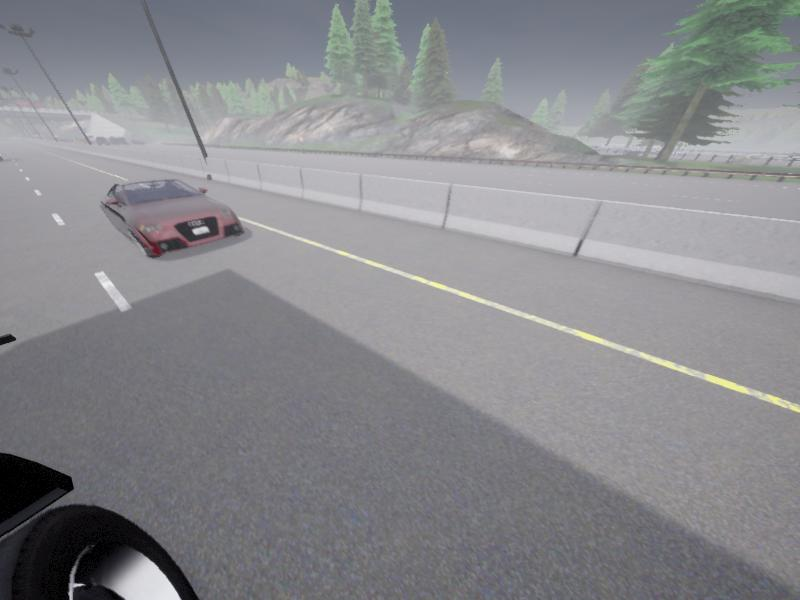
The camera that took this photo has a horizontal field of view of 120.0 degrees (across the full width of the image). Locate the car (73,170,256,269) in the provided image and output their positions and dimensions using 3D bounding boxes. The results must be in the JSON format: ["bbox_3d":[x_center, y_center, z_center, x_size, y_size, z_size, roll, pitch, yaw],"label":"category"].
[{"bbox_3d":[-6.101,-2.364,6.015,4.181,1.385,1.994,22,41,28],"label":"car"}]

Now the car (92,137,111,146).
[{"bbox_3d":[-79.682,-42.400,61.666,3.866,1.878,1.905,22,41,28],"label":"car"}]

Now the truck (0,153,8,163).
[{"bbox_3d":[-40.908,-14.535,21.999,5.204,2.467,2.627,22,41,28],"label":"truck"}]
